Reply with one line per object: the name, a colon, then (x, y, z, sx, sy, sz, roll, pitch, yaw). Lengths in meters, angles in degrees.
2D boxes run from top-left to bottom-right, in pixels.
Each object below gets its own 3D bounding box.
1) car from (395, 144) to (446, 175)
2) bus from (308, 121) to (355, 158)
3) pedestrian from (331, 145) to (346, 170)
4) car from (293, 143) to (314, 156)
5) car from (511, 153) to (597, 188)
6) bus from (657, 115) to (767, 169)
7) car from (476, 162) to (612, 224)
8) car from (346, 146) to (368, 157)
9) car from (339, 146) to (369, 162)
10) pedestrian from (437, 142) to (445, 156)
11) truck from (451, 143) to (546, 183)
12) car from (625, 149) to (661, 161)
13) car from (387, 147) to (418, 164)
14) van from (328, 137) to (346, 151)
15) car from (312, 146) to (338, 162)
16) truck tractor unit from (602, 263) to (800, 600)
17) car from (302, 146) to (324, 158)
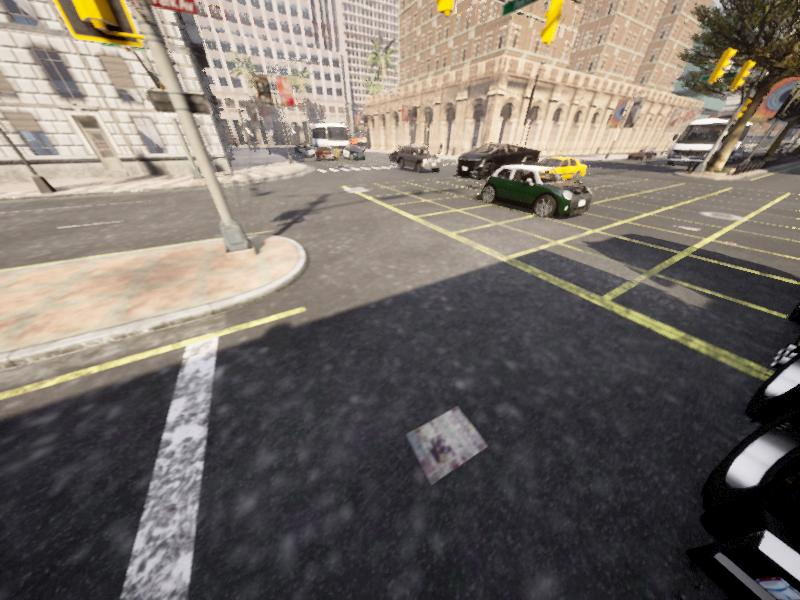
car: (1.539, -12.069, 19.711, 1.932, 1.855, 4.605, -18, 41, -25)
bus: (-11.155, -25.597, 36.979, 3.944, 4.253, 10.273, -18, 39, -24)
pedestrian: (-5.423, -12.612, 20.415, 0.751, 1.860, 0.751, -23, 41, -30)
car: (-16.638, -25.868, 39.579, 2.242, 1.667, 4.611, -18, 39, -24)
car: (9.802, -8.340, 14.698, 5.366, 1.575, 1.801, -18, 39, -24)
bus: (34.596, -17.461, 25.695, 10.273, 4.253, 3.944, -18, 39, -25)
car: (5.227, -4.353, 9.017, 1.970, 1.475, 3.806, -18, 39, -25)
car: (-7.069, -24.195, 37.589, 1.895, 1.301, 4.718, -18, 39, -24)
car: (-6.115, -19.392, 30.487, 2.038, 1.542, 4.974, -18, 39, -25)
pedestrian: (6.538, -24.316, 37.081, 0.751, 1.860, 0.751, -18, 39, -25)
truck: (7.025, -9.956, 16.543, 6.274, 2.098, 2.390, -18, 39, -24)
car: (34.906, -20.893, 33.209, 4.718, 1.301, 1.895, -18, 39, -25)
car: (0.228, -17.080, 27.269, 1.816, 1.474, 4.193, -18, 39, -24)
van: (-14.687, -36.288, 53.815, 1.988, 2.561, 5.915, -18, 39, -24)
car: (-9.673, -18.890, 29.810, 1.812, 1.442, 4.674, -18, 39, -25)
truck tractor unit: (5.109, -0.303, 0.783, 6.516, 4.208, 3.053, -18, 39, -24)
car: (-13.137, -22.216, 34.690, 1.895, 1.301, 4.718, -18, 39, -25)
